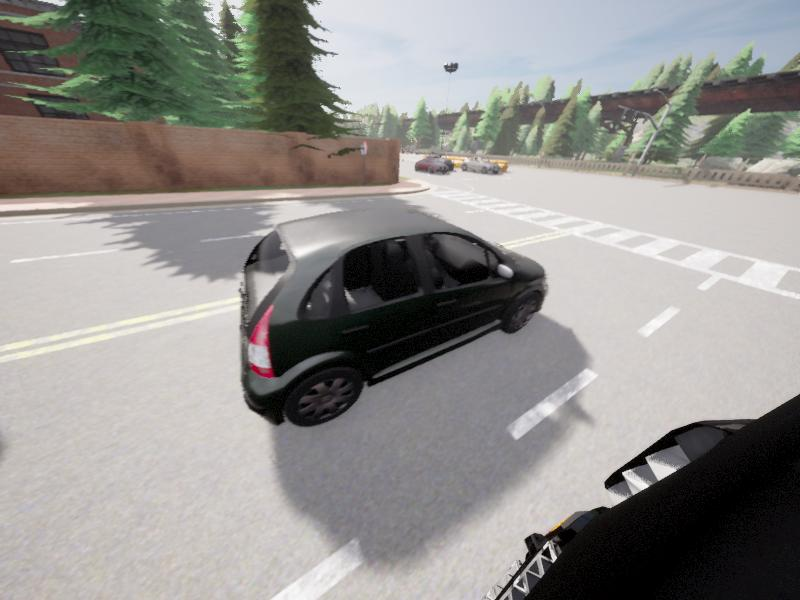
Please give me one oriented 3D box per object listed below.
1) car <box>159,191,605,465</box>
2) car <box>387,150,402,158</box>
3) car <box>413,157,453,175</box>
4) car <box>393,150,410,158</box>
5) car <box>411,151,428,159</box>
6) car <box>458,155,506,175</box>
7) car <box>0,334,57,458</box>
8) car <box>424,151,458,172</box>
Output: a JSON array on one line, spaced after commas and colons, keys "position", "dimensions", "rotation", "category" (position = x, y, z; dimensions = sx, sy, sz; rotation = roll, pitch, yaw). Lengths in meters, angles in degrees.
[{"position": [0.203, -0.286, 2.958], "dimensions": [3.988, 1.617, 1.851], "rotation": [-16, 38, -26], "category": "car"}, {"position": [-1.327, -34.643, 54.826], "dimensions": [1.970, 1.475, 3.806], "rotation": [-16, 38, -26], "category": "car"}, {"position": [3.351, -14.317, 24.591], "dimensions": [1.994, 1.385, 4.181], "rotation": [-16, 38, -26], "category": "car"}, {"position": [0.210, -37.019, 58.484], "dimensions": [2.038, 1.542, 4.974], "rotation": [-16, 38, -26], "category": "car"}, {"position": [4.811, -36.291, 57.757], "dimensions": [1.837, 1.490, 4.892], "rotation": [-16, 38, -26], "category": "car"}, {"position": [9.527, -16.035, 27.417], "dimensions": [2.152, 1.651, 5.027], "rotation": [-16, 38, -26], "category": "car"}, {"position": [-4.641, 1.123, 0.537], "dimensions": [3.633, 1.501, 1.845], "rotation": [-16, 38, -26], "category": "car"}, {"position": [4.892, -16.897, 28.127], "dimensions": [1.905, 1.878, 3.866], "rotation": [-16, 38, -26], "category": "car"}]
